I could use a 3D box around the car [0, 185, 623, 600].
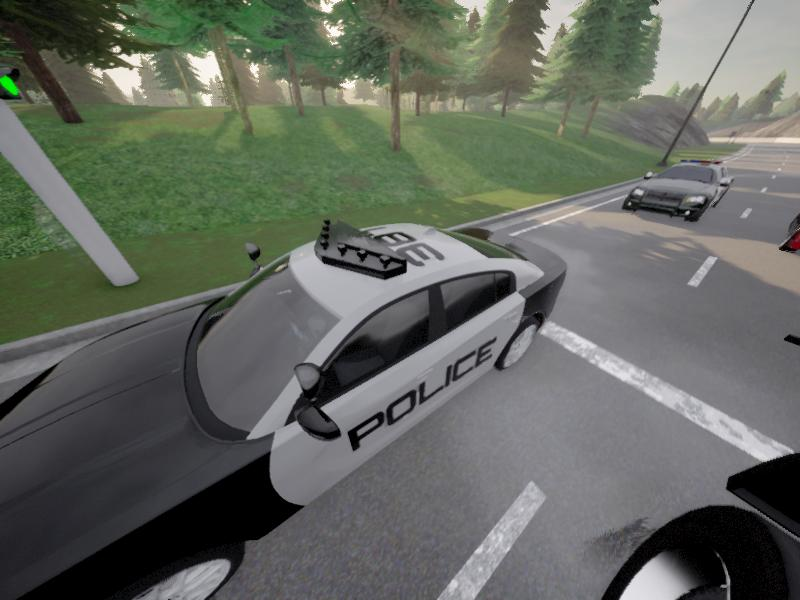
[{"bbox_3d":[-0.478,0.207,2.191,5.238,1.638,1.930,-22,41,-28],"label":"car"}]

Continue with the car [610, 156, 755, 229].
[{"bbox_3d":[10.066,-4.048,8.219,4.974,1.542,2.038,-23,41,-28],"label":"car"}]

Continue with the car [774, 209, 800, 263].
[{"bbox_3d":[10.706,-1.740,5.088,4.181,1.385,1.994,-22,41,-27],"label":"car"}]
